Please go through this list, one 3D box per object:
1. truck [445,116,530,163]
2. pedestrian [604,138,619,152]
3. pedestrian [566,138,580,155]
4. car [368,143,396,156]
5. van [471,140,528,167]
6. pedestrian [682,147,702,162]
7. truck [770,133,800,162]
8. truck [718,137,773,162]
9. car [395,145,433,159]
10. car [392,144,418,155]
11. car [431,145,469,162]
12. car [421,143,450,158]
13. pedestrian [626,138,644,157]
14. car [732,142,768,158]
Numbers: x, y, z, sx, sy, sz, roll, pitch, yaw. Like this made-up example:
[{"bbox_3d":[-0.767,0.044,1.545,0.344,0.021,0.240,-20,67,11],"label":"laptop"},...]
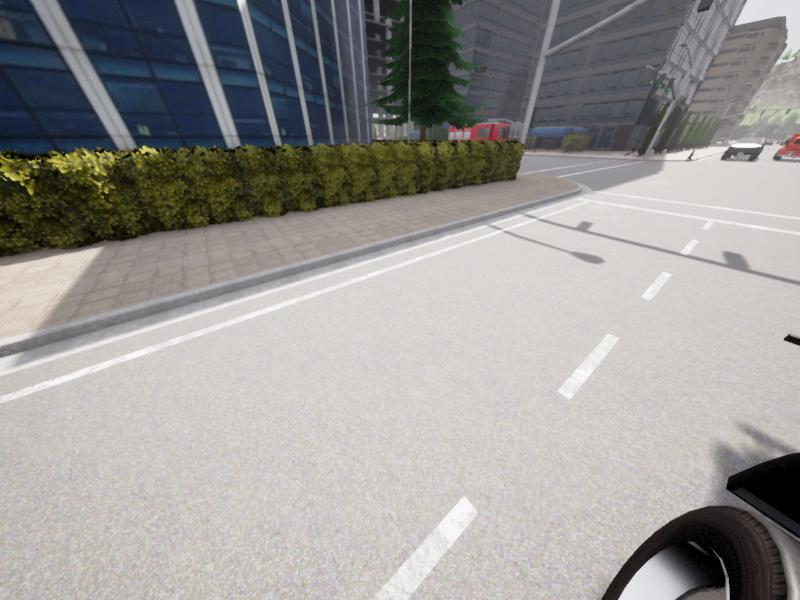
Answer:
[{"bbox_3d":[9.460,-18.275,26.465,2.891,3.827,8.468,-24,41,-29],"label":"truck"},{"bbox_3d":[33.170,-24.302,36.233,0.751,1.860,0.751,-4,35,-6],"label":"pedestrian"},{"bbox_3d":[24.246,-21.502,32.339,0.751,1.860,0.751,-24,42,-30],"label":"pedestrian"},{"bbox_3d":[-2.884,-23.395,35.807,1.882,1.535,5.008,-24,41,-29],"label":"car"},{"bbox_3d":[9.431,-14.205,22.284,1.775,1.987,4.442,-24,41,-29],"label":"van"},{"bbox_3d":[30.728,-15.331,24.283,0.751,1.300,0.751,-26,42,-31],"label":"pedestrian"},{"bbox_3d":[43.353,-16.564,24.970,5.204,2.467,2.627,-23,41,-29],"label":"truck"},{"bbox_3d":[38.901,-17.021,25.972,6.274,2.098,2.390,-23,41,-29],"label":"truck"},{"bbox_3d":[1.757,-19.802,30.799,2.033,1.411,5.357,-24,41,-29],"label":"car"},{"bbox_3d":[0.732,-23.918,36.669,1.994,1.385,4.181,-24,42,-30],"label":"car"},{"bbox_3d":[5.643,-16.881,26.552,1.970,1.475,3.806,-23,41,-29],"label":"car"},{"bbox_3d":[4.916,-20.804,32.080,1.845,1.501,3.633,-24,41,-29],"label":"car"},{"bbox_3d":[28.159,-18.258,27.706,0.751,1.860,0.751,25,42,31],"label":"pedestrian"},{"bbox_3d":[45.240,-19.483,29.871,5.366,1.575,1.801,-23,41,-29],"label":"car"}]
